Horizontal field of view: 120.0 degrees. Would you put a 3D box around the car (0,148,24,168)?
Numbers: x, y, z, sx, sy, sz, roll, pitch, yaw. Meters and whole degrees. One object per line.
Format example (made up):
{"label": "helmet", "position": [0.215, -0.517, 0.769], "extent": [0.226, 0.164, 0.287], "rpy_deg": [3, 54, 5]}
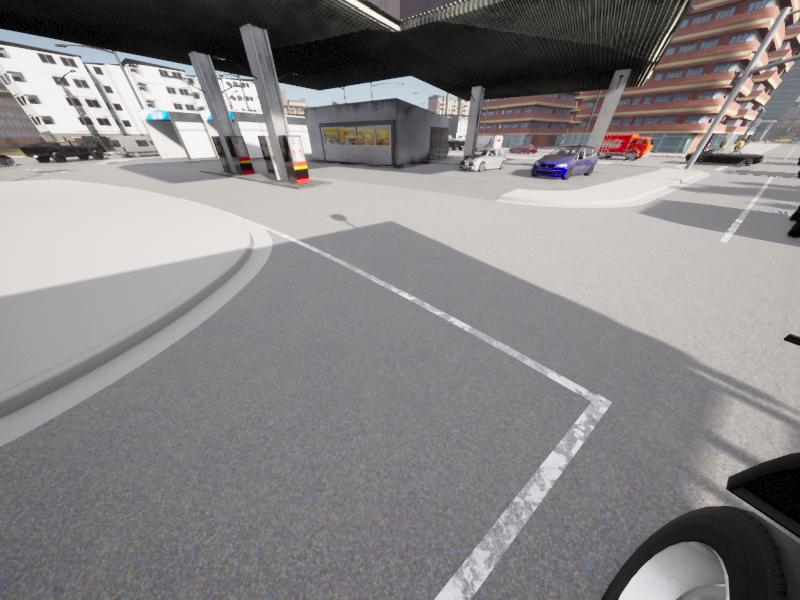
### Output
{"label": "car", "position": [-39.154, -13.246, 21.663], "extent": [1.845, 1.501, 3.633], "rpy_deg": [-7, 36, -10]}

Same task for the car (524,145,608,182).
{"label": "car", "position": [10.492, -8.746, 14.603], "extent": [4.611, 1.667, 2.242], "rpy_deg": [-22, 41, -28]}

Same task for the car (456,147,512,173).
{"label": "car", "position": [6.567, -11.057, 18.190], "extent": [3.806, 1.475, 1.970], "rpy_deg": [-22, 41, -28]}

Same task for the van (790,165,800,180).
{"label": "van", "position": [26.932, -8.670, 14.266], "extent": [4.480, 2.038, 2.069], "rpy_deg": [-22, 41, -28]}

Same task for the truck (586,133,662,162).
{"label": "truck", "position": [25.102, -17.326, 26.192], "extent": [2.627, 2.467, 5.204], "rpy_deg": [-23, 41, -29]}

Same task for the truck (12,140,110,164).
{"label": "truck", "position": [-39.702, -17.691, 27.484], "extent": [2.390, 2.098, 6.274], "rpy_deg": [0, 35, 0]}

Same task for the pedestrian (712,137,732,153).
{"label": "pedestrian", "position": [46.219, -22.204, 33.168], "extent": [0.751, 1.860, 0.751], "rpy_deg": [-21, 40, -27]}

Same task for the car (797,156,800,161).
{"label": "car", "position": [45.115, -16.011, 24.709], "extent": [4.605, 1.855, 1.932], "rpy_deg": [-21, 40, -28]}

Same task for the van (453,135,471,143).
{"label": "van", "position": [23.277, -60.406, 86.574], "extent": [6.366, 2.431, 2.351], "rpy_deg": [-23, 41, -27]}

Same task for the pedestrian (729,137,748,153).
{"label": "pedestrian", "position": [49.729, -22.752, 33.949], "extent": [0.751, 1.860, 0.751], "rpy_deg": [-27, 43, -32]}

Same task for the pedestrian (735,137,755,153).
{"label": "pedestrian", "position": [50.856, -22.875, 34.116], "extent": [0.751, 1.860, 0.751], "rpy_deg": [27, 43, 33]}

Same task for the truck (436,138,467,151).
{"label": "truck", "position": [10.485, -32.113, 47.610], "extent": [2.390, 2.098, 6.274], "rpy_deg": [-23, 41, -29]}

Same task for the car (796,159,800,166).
{"label": "car", "position": [37.807, -13.037, 20.530], "extent": [4.605, 1.855, 1.932], "rpy_deg": [-22, 41, -28]}

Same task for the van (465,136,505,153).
{"label": "van", "position": [15.331, -28.426, 42.057], "extent": [2.351, 2.431, 6.366], "rpy_deg": [-23, 41, -29]}

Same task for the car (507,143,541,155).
{"label": "car", "position": [19.898, -24.386, 37.209], "extent": [1.994, 1.385, 4.181], "rpy_deg": [-22, 41, -28]}

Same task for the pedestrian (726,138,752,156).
{"label": "pedestrian", "position": [41.406, -18.701, 28.255], "extent": [0.751, 1.860, 0.751], "rpy_deg": [5, 36, 7]}

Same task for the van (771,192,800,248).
{"label": "van", "position": [11.987, -2.581, 5.725], "extent": [4.480, 2.038, 2.069], "rpy_deg": [-22, 41, -28]}

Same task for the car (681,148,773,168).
{"label": "car", "position": [29.761, -13.133, 21.229], "extent": [1.895, 1.301, 4.718], "rpy_deg": [-23, 41, -28]}

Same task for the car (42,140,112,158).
{"label": "car", "position": [-48.730, -22.982, 35.104], "extent": [2.150, 2.045, 5.566], "rpy_deg": [9, 36, 14]}

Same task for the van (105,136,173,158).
{"label": "van", "position": [-38.074, -22.613, 34.077], "extent": [1.988, 2.561, 5.915], "rpy_deg": [9, 36, 13]}

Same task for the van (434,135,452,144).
{"label": "van", "position": [15.301, -57.038, 82.147], "extent": [6.366, 2.431, 2.351], "rpy_deg": [-23, 41, -27]}
